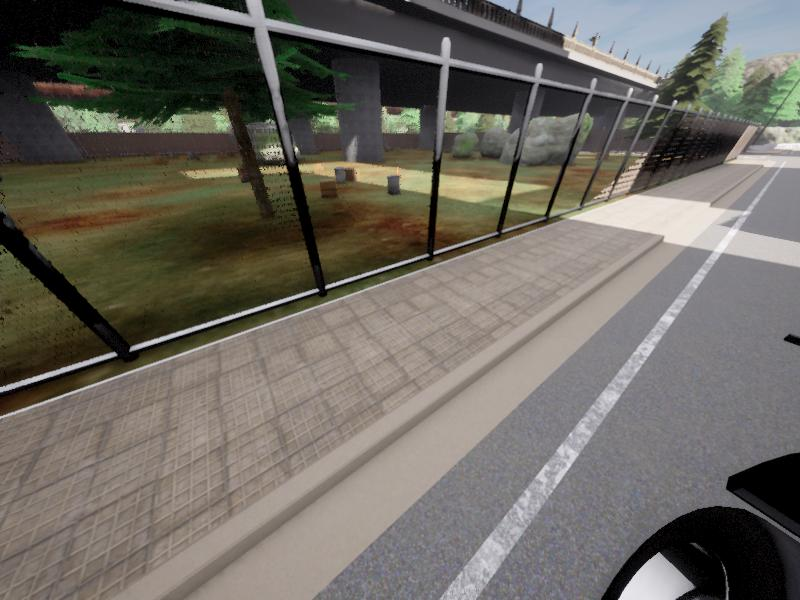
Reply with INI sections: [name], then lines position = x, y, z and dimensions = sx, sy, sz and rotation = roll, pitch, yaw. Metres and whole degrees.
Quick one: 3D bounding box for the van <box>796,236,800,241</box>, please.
[van]
position = 12.890, -2.449, 5.558
dimensions = 4.480, 2.038, 2.069
rotation = -16, 37, -21
